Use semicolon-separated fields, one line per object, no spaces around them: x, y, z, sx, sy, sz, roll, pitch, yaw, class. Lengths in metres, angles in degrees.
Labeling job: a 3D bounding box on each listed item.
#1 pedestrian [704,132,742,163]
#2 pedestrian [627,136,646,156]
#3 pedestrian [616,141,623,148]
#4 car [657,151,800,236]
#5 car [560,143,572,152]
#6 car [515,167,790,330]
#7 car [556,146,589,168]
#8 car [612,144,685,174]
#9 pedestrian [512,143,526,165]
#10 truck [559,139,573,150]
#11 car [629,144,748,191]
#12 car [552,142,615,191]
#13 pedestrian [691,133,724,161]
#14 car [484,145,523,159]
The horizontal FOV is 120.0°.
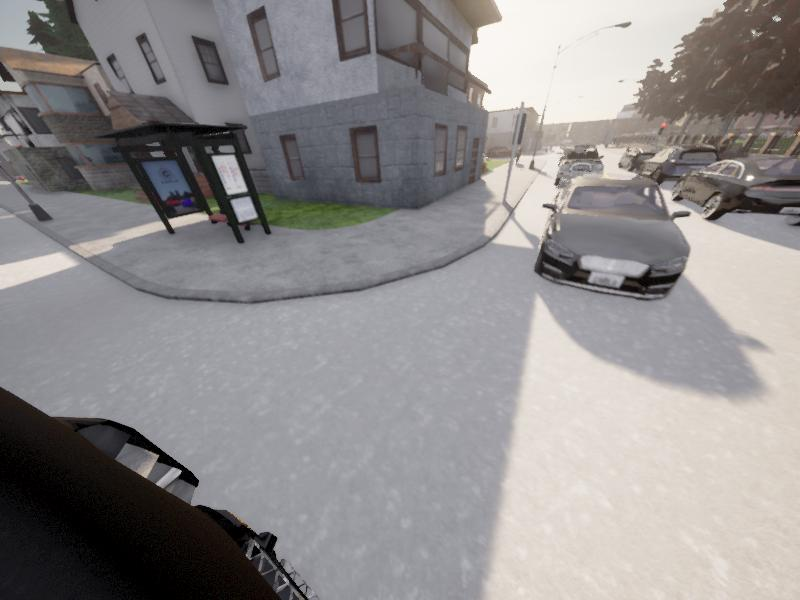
23.916;-11.276;17.149;0.751;1.860;0.751;15;38;26;pedestrian
26.565;-17.257;25.958;0.751;1.860;0.751;15;38;25;pedestrian
43.702;-30.965;45.953;0.500;1.100;0.500;10;36;19;pedestrian
10.370;-3.474;7.011;2.128;1.511;4.902;16;38;26;car
35.322;-32.471;49.208;1.812;1.442;4.674;16;38;26;car
4.140;-1.712;4.849;2.128;1.511;4.902;16;38;27;car
15.735;-13.192;21.254;1.837;1.490;4.892;16;38;26;car
17.379;-10.163;16.539;2.128;1.511;4.902;14;37;24;car
11.861;-14.595;23.097;0.751;1.860;0.751;16;38;27;pedestrian
41.176;-38.585;57.366;2.390;2.098;6.274;16;38;26;truck
13.897;-6.819;11.668;2.033;1.649;4.856;15;37;25;car
9.943;-7.533;12.824;1.932;1.855;4.605;16;39;26;car
25.236;-12.571;18.996;0.751;1.860;0.751;15;38;25;pedestrian
15.733;-22.485;35.146;4.856;1.649;2.033;17;38;27;car
